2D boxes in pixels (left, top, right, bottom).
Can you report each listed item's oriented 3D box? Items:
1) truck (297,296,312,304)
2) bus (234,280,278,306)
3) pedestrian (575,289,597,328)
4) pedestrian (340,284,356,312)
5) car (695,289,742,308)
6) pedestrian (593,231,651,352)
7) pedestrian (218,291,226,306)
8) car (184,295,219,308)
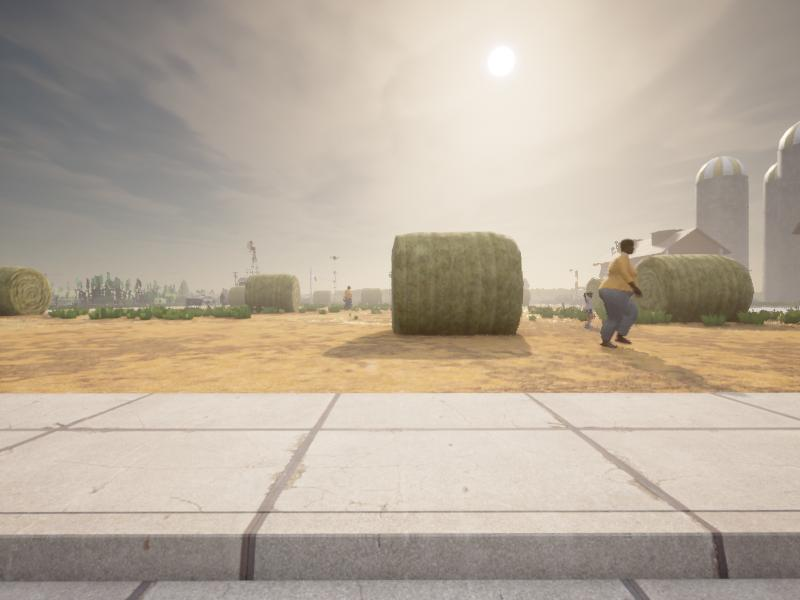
[{"bbox_3d":[-24.288,-0.060,102.047,2.390,2.098,6.274,0,0,0],"label":"truck"},{"bbox_3d":[-25.894,-1.174,72.545,3.944,4.253,10.273,0,0,2],"label":"bus"},{"bbox_3d":[5.406,0.237,11.634,0.500,1.100,0.500,0,0,16],"label":"pedestrian"},{"bbox_3d":[-3.576,-0.147,27.631,0.751,1.860,0.751,0,0,42],"label":"pedestrian"},{"bbox_3d":[35.786,-0.139,44.980,1.905,1.878,3.866,-8,4,-44],"label":"car"},{"bbox_3d":[3.657,-0.131,6.642,0.751,1.860,0.751,0,0,21],"label":"pedestrian"},{"bbox_3d":[-21.591,-0.150,48.574,0.751,1.860,0.751,0,0,-8],"label":"pedestrian"},{"bbox_3d":[-26.589,0.136,53.706,1.930,1.638,5.238,0,0,2],"label":"car"}]
